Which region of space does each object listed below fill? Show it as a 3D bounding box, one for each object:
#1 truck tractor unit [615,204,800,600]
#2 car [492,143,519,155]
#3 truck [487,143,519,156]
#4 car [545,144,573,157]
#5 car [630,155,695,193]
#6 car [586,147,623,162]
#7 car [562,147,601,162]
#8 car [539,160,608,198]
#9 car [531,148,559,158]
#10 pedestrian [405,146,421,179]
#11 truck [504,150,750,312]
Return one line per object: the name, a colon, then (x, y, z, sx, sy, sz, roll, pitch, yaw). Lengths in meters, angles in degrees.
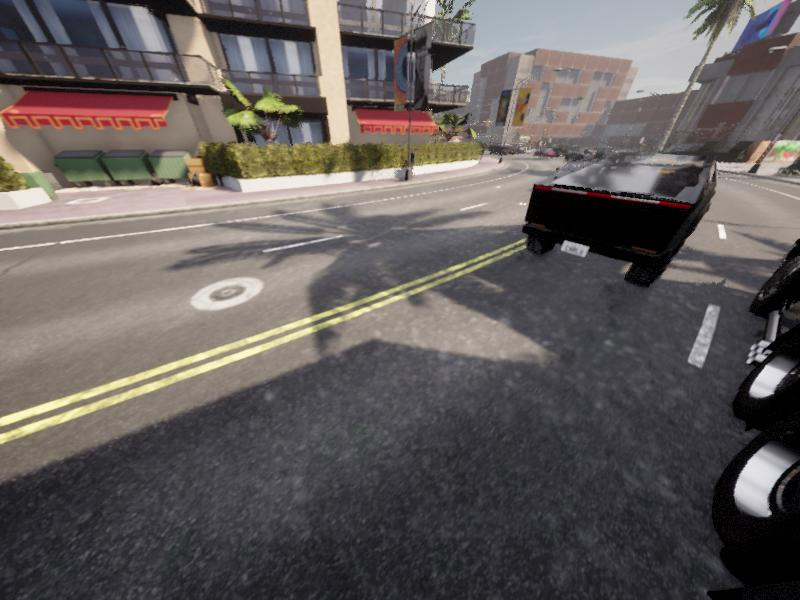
truck tractor unit: (5.004, -0.392, 0.929, 6.516, 4.208, 3.053, -22, 40, -29)
car: (22.948, -33.243, 50.692, 2.150, 2.045, 5.566, -9, 36, -13)
truck: (20.730, -30.542, 46.707, 2.390, 2.098, 6.274, -8, 36, -12)
car: (28.885, -27.187, 42.055, 1.905, 1.878, 3.866, -4, 35, -6)
car: (16.034, -8.039, 14.432, 1.801, 1.575, 5.366, 24, 41, 31)
car: (29.007, -20.741, 32.931, 1.851, 1.617, 3.988, 4, 35, 6)
car: (25.425, -20.587, 32.635, 2.242, 1.667, 4.611, 5, 35, 7)
car: (9.778, -6.916, 12.958, 1.994, 1.385, 4.181, 28, 43, 34)
car: (25.626, -26.147, 40.987, 1.994, 1.385, 4.181, -2, 35, -3)
pedestrian: (0.866, -9.375, 15.748, 0.751, 1.860, 0.751, -28, 44, -35)
truck: (5.607, -2.300, 5.584, 6.274, 2.098, 2.390, -24, 41, -31)
